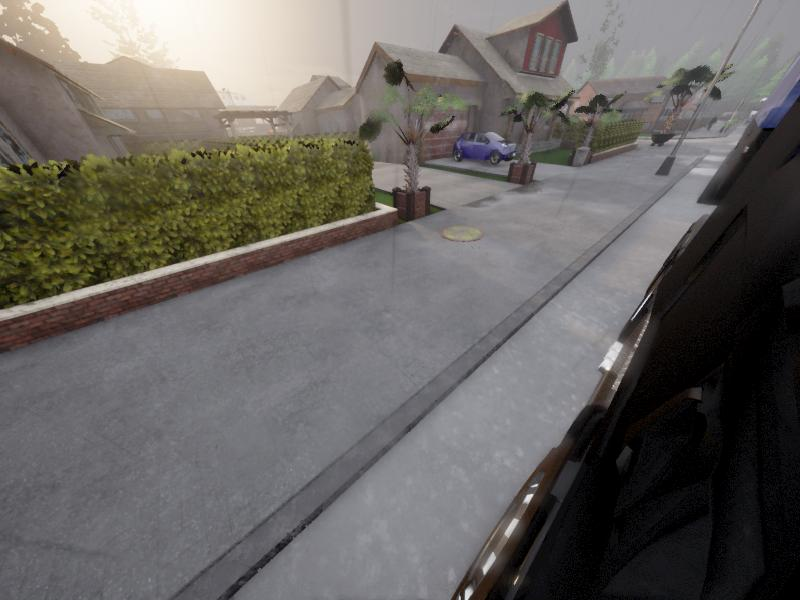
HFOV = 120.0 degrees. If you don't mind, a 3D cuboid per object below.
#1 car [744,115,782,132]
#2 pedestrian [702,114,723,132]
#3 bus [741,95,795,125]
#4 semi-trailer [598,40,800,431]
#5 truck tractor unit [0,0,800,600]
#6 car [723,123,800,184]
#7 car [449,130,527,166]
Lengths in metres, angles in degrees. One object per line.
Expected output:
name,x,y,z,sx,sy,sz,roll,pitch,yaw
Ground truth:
car,48.978,-23.953,31.251,5.027,1.651,2.152,-28,44,-30
pedestrian,42.420,-24.043,31.368,0.751,1.860,0.751,-21,41,-23
bus,74.047,-38.319,46.690,10.273,4.253,3.944,-28,44,-30
semi-trailer,8.694,-3.609,4.231,14.254,4.402,2.717,-28,44,-30
truck tractor unit,2.645,-0.295,0.351,6.516,4.208,3.053,-28,44,-30
car,16.101,-6.403,9.847,5.238,1.638,1.930,-28,44,-30
car,4.982,-8.957,13.509,1.845,1.501,3.633,-30,45,-32
